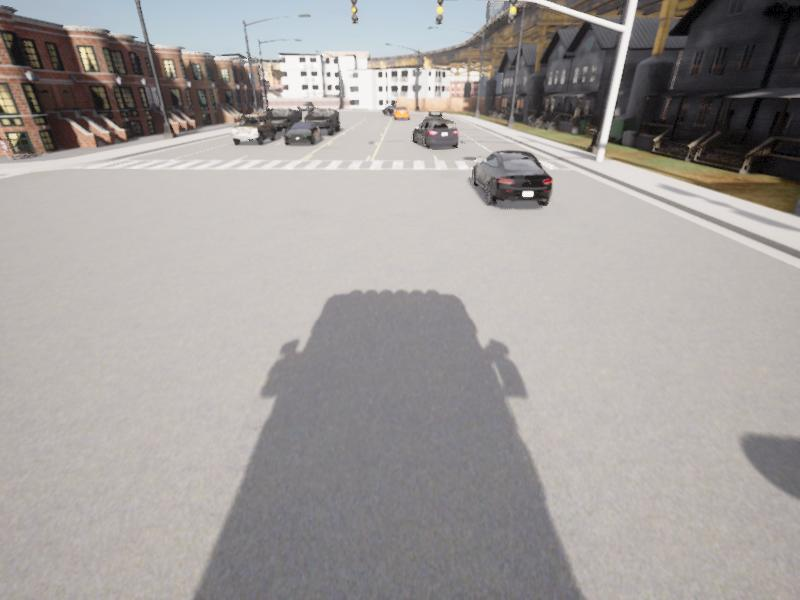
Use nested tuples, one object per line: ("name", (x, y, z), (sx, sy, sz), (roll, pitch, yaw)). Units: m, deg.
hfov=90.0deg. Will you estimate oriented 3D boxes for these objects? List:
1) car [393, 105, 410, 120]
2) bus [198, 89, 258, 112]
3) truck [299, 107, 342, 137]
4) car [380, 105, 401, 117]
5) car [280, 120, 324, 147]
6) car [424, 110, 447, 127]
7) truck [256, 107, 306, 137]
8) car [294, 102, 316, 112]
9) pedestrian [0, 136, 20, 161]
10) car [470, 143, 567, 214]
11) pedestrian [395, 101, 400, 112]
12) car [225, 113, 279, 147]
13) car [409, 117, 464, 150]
("car", (0.201, -26.340, 56.148), (2.097, 1.767, 4.553), (-1, 27, -2))
("bus", (-35.988, -41.897, 84.003), (10.273, 4.253, 3.944), (1, 27, 2))
("truck", (-6.731, -15.596, 34.855), (2.390, 2.098, 6.274), (0, 27, 0))
("car", (-1.518, -30.956, 65.458), (1.882, 1.535, 5.008), (-10, 29, -18))
("car", (-6.782, -11.763, 28.166), (1.994, 1.385, 4.181), (0, 27, 0))
("car", (3.837, -20.133, 44.316), (2.128, 1.511, 4.902), (0, 27, 0))
("truck", (-10.230, -15.681, 35.037), (2.390, 2.098, 6.274), (0, 27, 0))
("car", (-20.355, -41.530, 85.838), (3.866, 1.878, 1.905), (8, 28, 15))
("pedestrian", (-19.498, -7.512, 19.836), (0.500, 1.100, 0.500), (17, 31, 29))
("car", (3.607, -4.167, 13.195), (1.812, 1.442, 4.674), (0, 27, 0))
("pedestrian", (-0.489, -38.144, 78.756), (0.751, 1.860, 0.751), (-20, 33, -34))
("car", (-10.283, -12.085, 28.252), (1.932, 1.855, 4.605), (0, 27, 0))
("car", (2.279, -11.146, 26.589), (2.242, 1.667, 4.611), (-6, 28, -11))
